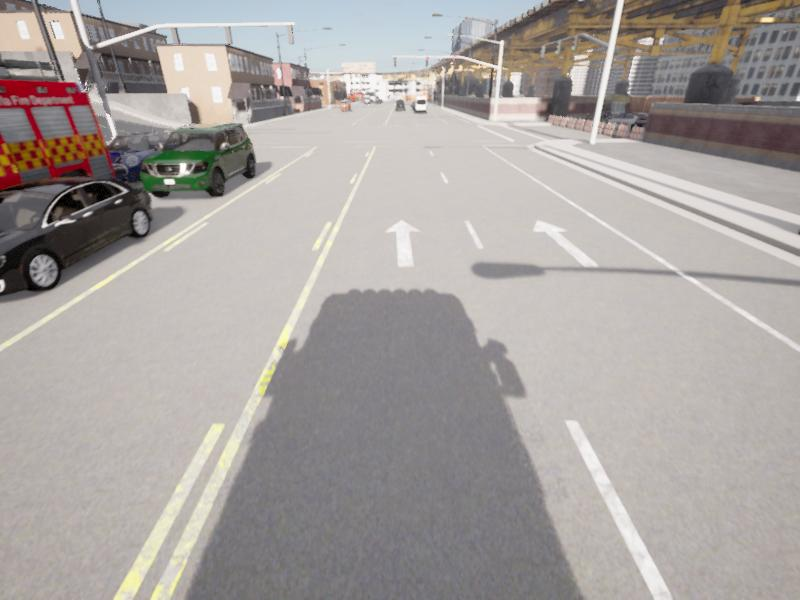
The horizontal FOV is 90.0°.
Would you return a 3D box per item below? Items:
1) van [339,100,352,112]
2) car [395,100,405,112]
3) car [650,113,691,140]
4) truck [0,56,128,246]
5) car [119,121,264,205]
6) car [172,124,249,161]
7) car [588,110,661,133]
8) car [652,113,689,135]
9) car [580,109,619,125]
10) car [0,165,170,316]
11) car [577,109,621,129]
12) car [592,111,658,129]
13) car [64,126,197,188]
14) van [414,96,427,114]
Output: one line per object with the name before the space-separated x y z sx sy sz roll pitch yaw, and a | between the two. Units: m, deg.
van | -10.426 -37.003 76.246 1.775 1.987 4.442 0 27 0
car | 0.076 -37.509 77.254 1.905 1.878 3.866 0 27 0
car | 20.269 -13.185 30.218 2.038 1.542 4.974 14 30 25
truck | -10.493 -3.148 8.630 2.891 3.827 8.468 0 27 0
car | -6.980 -5.153 14.419 2.150 2.045 5.566 0 27 0
car | -10.499 -9.068 22.759 2.033 1.411 5.357 -1 27 -2
car | 19.483 -15.643 34.989 2.038 1.542 4.974 -19 33 -32
car | 20.293 -13.347 30.186 1.853 1.218 4.536 14 30 25
car | 19.511 -17.914 39.046 1.853 1.218 4.536 23 36 38
car | -6.984 -1.530 7.999 1.837 1.490 4.892 0 27 0
car | 19.476 -17.756 39.084 2.038 1.542 4.974 23 36 38
car | 19.514 -15.764 34.880 1.853 1.218 4.536 -19 33 -32
car | -10.478 -5.888 16.153 2.097 1.767 4.553 0 27 0
van | 3.571 -34.106 69.850 1.988 2.561 5.915 0 27 0
